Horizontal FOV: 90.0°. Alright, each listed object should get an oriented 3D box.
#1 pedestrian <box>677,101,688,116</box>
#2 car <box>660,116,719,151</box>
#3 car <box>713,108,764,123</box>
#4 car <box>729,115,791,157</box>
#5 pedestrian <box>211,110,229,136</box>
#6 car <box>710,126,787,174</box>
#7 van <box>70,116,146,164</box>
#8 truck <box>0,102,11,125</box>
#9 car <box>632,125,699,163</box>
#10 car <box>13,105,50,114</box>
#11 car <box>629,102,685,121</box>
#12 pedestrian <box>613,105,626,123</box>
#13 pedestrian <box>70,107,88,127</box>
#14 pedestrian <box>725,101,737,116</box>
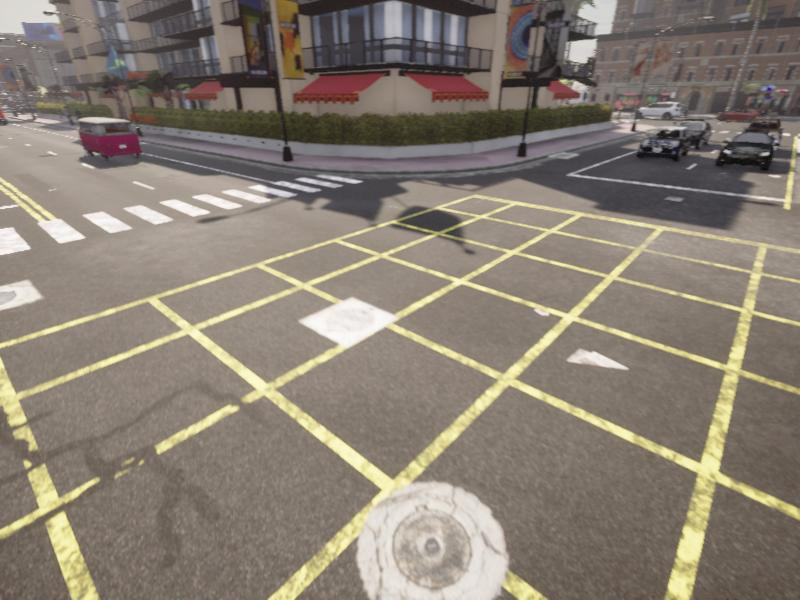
[{"bbox_3d":[41.245,-27.956,58.379,0.751,1.860,0.751,8,28,16],"label":"pedestrian"},{"bbox_3d":[18.515,-10.686,25.524,1.930,1.638,5.238,22,35,36],"label":"car"},{"bbox_3d":[39.846,-21.775,47.153,4.193,1.474,1.816,22,35,37],"label":"car"},{"bbox_3d":[20.715,-9.525,22.983,1.932,1.855,4.605,22,35,36],"label":"car"},{"bbox_3d":[-14.172,-13.967,31.543,0.751,1.860,0.751,22,35,36],"label":"pedestrian"},{"bbox_3d":[16.552,-7.229,18.921,2.038,1.542,4.974,22,35,36],"label":"car"},{"bbox_3d":[-15.791,-8.729,21.595,4.442,1.987,1.775,22,34,36],"label":"van"},{"bbox_3d":[-48.968,-22.208,47.587,5.204,2.467,2.627,22,34,36],"label":"truck"},{"bbox_3d":[14.063,-8.320,21.127,1.970,1.475,3.806,22,35,36],"label":"car"},{"bbox_3d":[-70.837,-36.615,76.957,1.812,1.442,4.674,16,31,28],"label":"car"},{"bbox_3d":[33.423,-24.670,52.212,5.566,2.045,2.150,22,35,37],"label":"car"},{"bbox_3d":[25.863,-21.953,47.132,0.751,1.860,0.751,22,35,37],"label":"pedestrian"},{"bbox_3d":[-33.591,-19.192,41.875,0.751,1.860,0.751,14,30,25],"label":"pedestrian"},{"bbox_3d":[46.436,-26.846,56.175,0.751,1.860,0.751,23,35,37],"label":"pedestrian"}]
